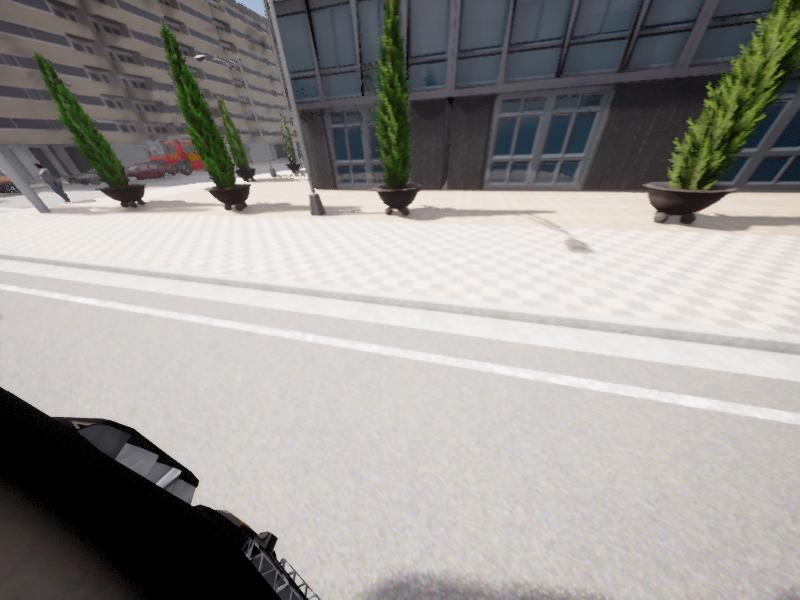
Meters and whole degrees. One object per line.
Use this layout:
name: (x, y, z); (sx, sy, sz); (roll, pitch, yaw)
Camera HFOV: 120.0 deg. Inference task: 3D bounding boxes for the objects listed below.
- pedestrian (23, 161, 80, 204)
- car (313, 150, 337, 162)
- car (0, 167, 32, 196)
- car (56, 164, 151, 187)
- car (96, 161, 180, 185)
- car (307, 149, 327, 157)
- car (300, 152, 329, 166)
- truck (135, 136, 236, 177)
pedestrian: (-17.737, -5.985, 11.806); (0.751, 1.860, 0.751); (19, 39, 29)
car: (-14.280, -27.705, 44.339); (2.097, 1.767, 4.553); (7, 35, 13)
car: (-30.694, -8.125, 16.189); (2.097, 1.767, 4.553); (8, 35, 16)
car: (-28.557, -12.267, 22.589); (2.033, 1.411, 5.357); (7, 35, 13)
car: (-24.967, -12.375, 22.395); (1.882, 1.535, 5.008); (7, 35, 13)
car: (-26.563, -47.284, 74.179); (5.566, 2.045, 2.150); (7, 35, 13)
car: (-13.259, -22.149, 36.230); (2.007, 1.525, 4.514); (7, 35, 14)
truck: (-26.278, -18.287, 29.237); (2.891, 3.827, 8.468); (7, 35, 13)
